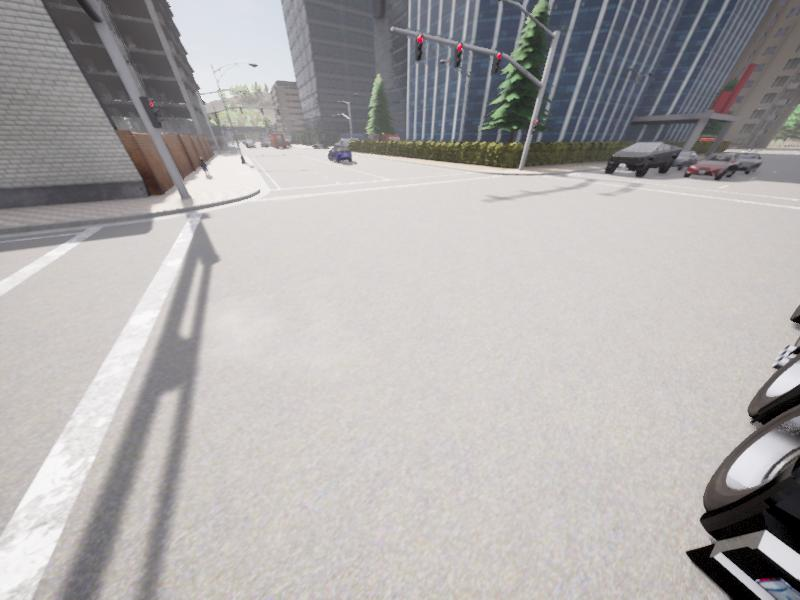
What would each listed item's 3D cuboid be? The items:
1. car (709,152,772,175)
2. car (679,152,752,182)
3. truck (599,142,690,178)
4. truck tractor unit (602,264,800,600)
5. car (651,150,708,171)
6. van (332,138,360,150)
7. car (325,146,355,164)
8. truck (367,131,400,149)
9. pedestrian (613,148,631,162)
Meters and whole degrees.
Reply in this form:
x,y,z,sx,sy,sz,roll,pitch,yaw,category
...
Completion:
x,y,z,sx,sy,sz,roll,pitch,yaw,category
28.129,-11.350,19.086,4.181,1.385,1.994,-19,39,-25,car
22.068,-9.396,16.182,4.193,1.474,1.816,-18,39,-24,car
18.765,-10.880,17.753,6.274,2.098,2.390,-18,39,-24,truck
5.112,-0.299,0.788,6.516,4.208,3.053,-18,39,-24,truck tractor unit
25.577,-12.849,21.160,4.674,1.442,1.812,-18,39,-24,car
-13.681,-39.962,59.093,6.366,2.431,2.351,-19,39,-25,van
-7.165,-17.306,27.480,2.007,1.525,4.514,-18,39,-24,car
-4.460,-43.628,63.145,8.468,3.827,2.891,-19,39,-25,truck
25.161,-16.481,26.174,0.751,1.300,0.751,-15,38,-21,pedestrian
